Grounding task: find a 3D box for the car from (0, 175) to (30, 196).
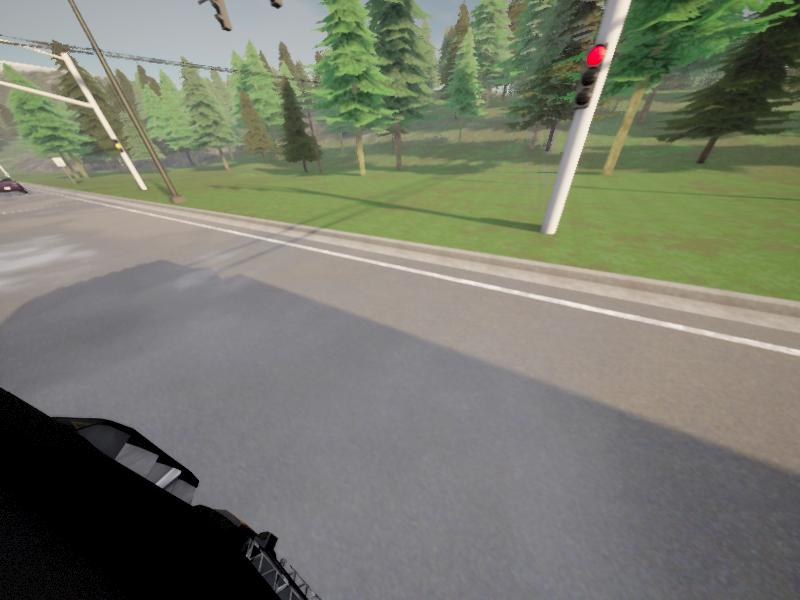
[{"bbox_3d":[-37.020,-10.693,21.528,4.193,1.474,1.816,16,38,26],"label":"car"}]
